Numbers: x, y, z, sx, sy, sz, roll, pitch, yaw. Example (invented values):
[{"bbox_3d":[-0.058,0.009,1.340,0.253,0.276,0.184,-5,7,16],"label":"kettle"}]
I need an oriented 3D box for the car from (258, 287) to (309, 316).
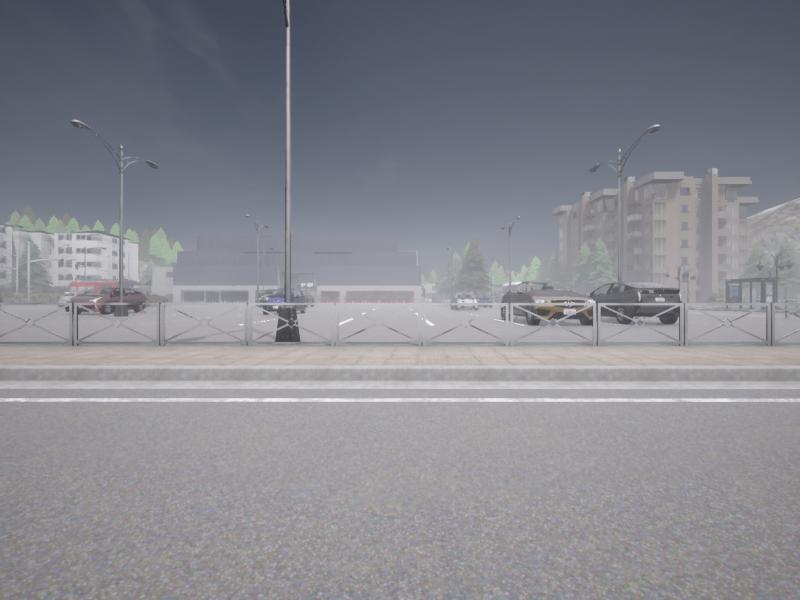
[{"bbox_3d":[-6.528,0.063,22.762,1.845,1.501,3.633,0,0,0],"label":"car"}]

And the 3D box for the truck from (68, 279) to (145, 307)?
[{"bbox_3d":[-40.167,-0.939,54.946,8.468,3.827,2.891,0,0,0],"label":"truck"}]

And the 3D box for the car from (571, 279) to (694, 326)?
[{"bbox_3d":[8.481,0.083,15.194,2.007,1.523,4.514,0,0,0],"label":"car"}]

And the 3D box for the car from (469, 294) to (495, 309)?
[{"bbox_3d":[8.379,0.117,41.228,1.845,1.501,3.633,0,0,0],"label":"car"}]

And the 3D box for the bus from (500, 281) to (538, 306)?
[{"bbox_3d":[22.008,-1.139,74.763,3.944,4.253,10.273,0,0,-1],"label":"bus"}]

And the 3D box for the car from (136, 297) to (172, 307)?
[{"bbox_3d":[-35.879,0.239,58.460,4.193,1.474,1.816,0,0,0],"label":"car"}]

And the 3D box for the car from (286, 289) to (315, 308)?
[{"bbox_3d":[-10.205,-0.159,41.299,1.932,1.855,4.605,0,0,0],"label":"car"}]

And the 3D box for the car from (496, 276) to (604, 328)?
[{"bbox_3d":[5.345,0.074,15.130,2.152,1.636,5.027,0,0,0],"label":"car"}]

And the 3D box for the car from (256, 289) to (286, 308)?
[{"bbox_3d":[-13.109,-0.180,40.877,1.905,1.878,3.866,0,0,0],"label":"car"}]

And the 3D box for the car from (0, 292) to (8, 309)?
[{"bbox_3d":[-35.957,0.041,33.423,2.007,1.523,4.514,0,0,0],"label":"car"}]

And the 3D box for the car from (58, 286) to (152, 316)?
[{"bbox_3d":[-16.521,0.041,22.769,2.007,1.523,4.514,0,0,0],"label":"car"}]

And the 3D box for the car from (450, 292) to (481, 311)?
[{"bbox_3d":[5.426,0.128,33.796,1.970,1.475,3.806,0,0,0],"label":"car"}]

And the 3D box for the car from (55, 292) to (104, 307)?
[{"bbox_3d":[-32.319,-0.024,40.485,1.970,1.475,3.806,0,0,0],"label":"car"}]

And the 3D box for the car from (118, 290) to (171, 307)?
[{"bbox_3d":[-25.903,-0.103,40.831,2.152,1.636,5.027,0,0,0],"label":"car"}]
